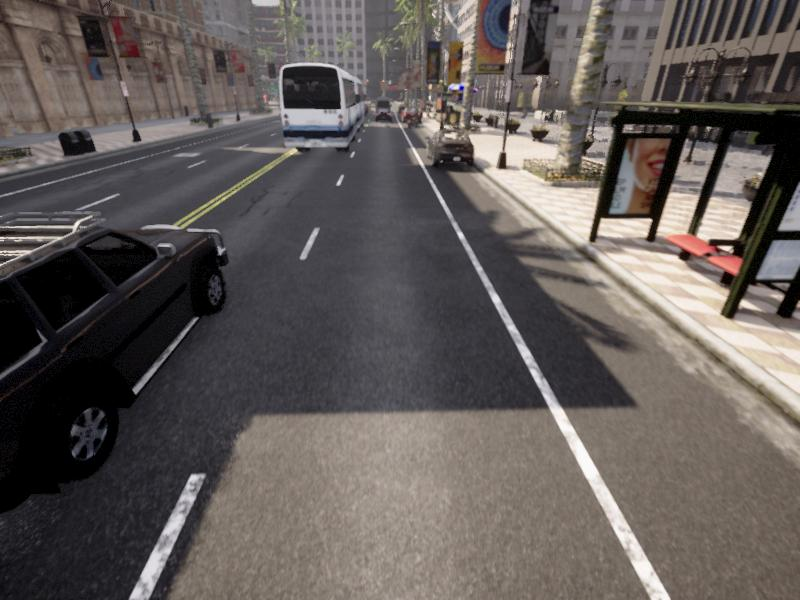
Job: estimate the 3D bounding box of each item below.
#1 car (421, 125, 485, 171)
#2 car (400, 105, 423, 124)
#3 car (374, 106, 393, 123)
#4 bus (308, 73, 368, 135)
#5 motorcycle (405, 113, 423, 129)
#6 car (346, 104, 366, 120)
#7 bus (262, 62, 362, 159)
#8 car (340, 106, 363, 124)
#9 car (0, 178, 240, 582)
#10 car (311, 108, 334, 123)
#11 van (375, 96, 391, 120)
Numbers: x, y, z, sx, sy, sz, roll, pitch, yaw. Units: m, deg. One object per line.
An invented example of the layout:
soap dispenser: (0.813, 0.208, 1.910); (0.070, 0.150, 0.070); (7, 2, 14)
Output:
car: (2.360, -7.441, 19.302); (2.231, 1.521, 4.892); (-1, 27, -2)
car: (1.236, -21.063, 45.303); (2.185, 1.767, 4.553); (-1, 27, -2)
car: (-1.898, -21.496, 46.367); (2.038, 1.542, 4.974); (-1, 27, -2)
bus: (-5.063, -17.259, 35.179); (3.944, 4.253, 10.273); (-1, 27, -2)
motorcycle: (1.367, -17.427, 38.903); (0.764, 1.277, 2.356); (14, 30, 24)
car: (-5.623, -24.444, 51.899); (2.152, 1.651, 5.027); (0, 27, -1)
bus: (-4.574, -11.447, 23.970); (3.944, 4.253, 10.273); (-1, 27, -2)
car: (-5.341, -20.683, 44.644); (2.152, 1.651, 5.027); (-1, 27, -2)
car: (-3.628, 0.063, 4.344); (1.932, 1.855, 4.605); (0, 27, -2)
car: (-8.900, -21.426, 46.294); (1.994, 1.385, 4.181); (-1, 27, -2)
van: (-2.145, -25.408, 52.818); (1.988, 2.561, 5.915); (0, 27, -1)
